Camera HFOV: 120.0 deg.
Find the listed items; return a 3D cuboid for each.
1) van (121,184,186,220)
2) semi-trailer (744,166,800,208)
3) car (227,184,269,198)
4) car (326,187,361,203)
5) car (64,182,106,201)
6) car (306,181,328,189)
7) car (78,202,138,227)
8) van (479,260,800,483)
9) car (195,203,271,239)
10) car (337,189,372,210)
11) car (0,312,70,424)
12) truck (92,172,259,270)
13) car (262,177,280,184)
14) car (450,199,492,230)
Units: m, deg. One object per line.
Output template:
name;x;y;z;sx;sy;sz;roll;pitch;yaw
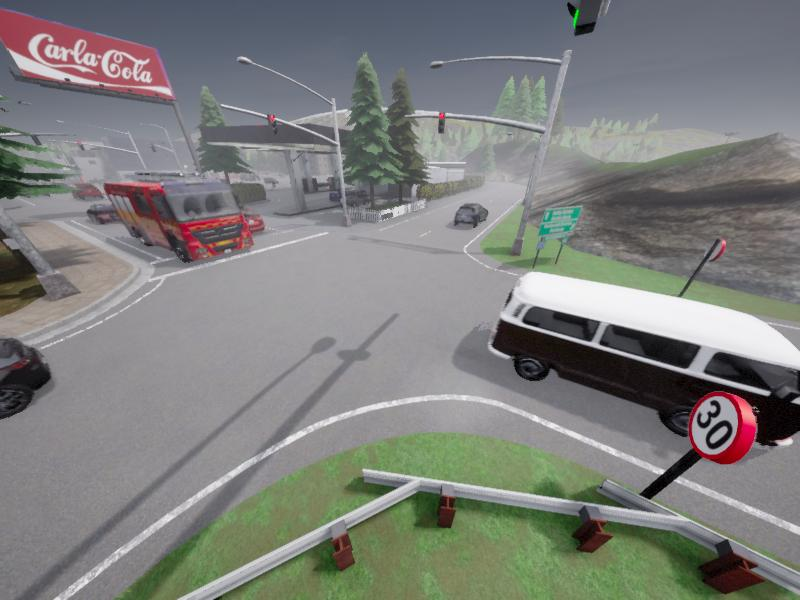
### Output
van;-23.839;-9.620;22.385;5.915;2.561;1.988;17;33;25
semi-trailer;51.663;-14.499;29.300;2.717;4.402;14.254;16;34;26
car;-24.927;-17.951;38.048;1.930;1.638;5.238;16;34;26
car;-8.082;-15.233;33.445;2.242;1.667;4.611;16;34;26
car;-45.980;-15.888;33.689;5.566;2.045;2.150;17;34;26
car;-18.927;-26.339;52.922;1.895;1.301;4.718;16;34;26
car;-24.756;-7.361;19.596;4.181;1.385;1.994;16;34;26
van;4.316;0.851;4.700;4.480;2.038;2.069;16;34;26
car;-11.918;-5.762;16.526;4.611;1.667;2.242;16;34;26
car;-5.367;-12.080;27.650;1.905;1.878;3.866;16;34;26
car;-9.148;2.047;3.579;1.816;1.474;4.193;17;34;26
truck;-12.216;-4.755;12.620;8.468;3.827;2.891;16;34;26
car;-35.476;-32.774;63.464;4.514;1.523;2.007;16;34;26
car;6.197;-7.487;19.936;2.033;1.649;4.856;17;34;26
